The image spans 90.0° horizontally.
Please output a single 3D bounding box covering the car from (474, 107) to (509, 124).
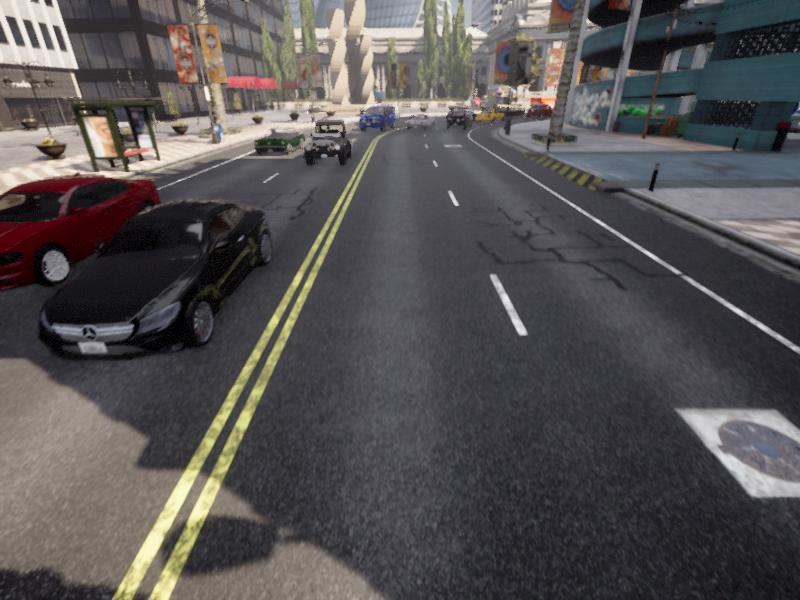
[{"bbox_3d":[10.657,-21.393,46.241,1.801,1.575,5.366,18,32,31],"label":"car"}]

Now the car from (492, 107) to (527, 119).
[{"bbox_3d":[14.928,-25.501,54.469,4.718,1.301,1.895,-20,33,-33],"label":"car"}]

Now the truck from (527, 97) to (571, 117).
[{"bbox_3d":[21.548,-28.001,57.952,5.204,2.467,2.627,-12,30,-22],"label":"truck"}]

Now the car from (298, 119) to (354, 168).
[{"bbox_3d":[-3.486,-7.783,19.681,1.905,1.878,3.866,0,27,1],"label":"car"}]

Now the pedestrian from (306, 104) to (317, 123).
[{"bbox_3d":[-10.005,-21.035,45.110,0.751,1.860,0.751,11,29,21],"label":"pedestrian"}]

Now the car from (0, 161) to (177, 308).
[{"bbox_3d":[-7.017,-1.704,8.320,1.882,1.535,5.008,0,27,0],"label":"car"}]

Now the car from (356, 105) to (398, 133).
[{"bbox_3d":[-2.004,-16.714,36.818,2.150,2.045,5.566,7,28,14],"label":"car"}]

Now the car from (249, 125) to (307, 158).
[{"bbox_3d":[-6.951,-9.318,23.351,1.895,1.301,4.718,0,27,1],"label":"car"}]

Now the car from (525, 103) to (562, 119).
[{"bbox_3d":[19.030,-25.084,53.063,4.553,1.767,2.097,-18,32,-30],"label":"car"}]

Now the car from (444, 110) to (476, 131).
[{"bbox_3d":[5.772,-17.174,38.199,2.128,1.511,4.902,8,29,16],"label":"car"}]

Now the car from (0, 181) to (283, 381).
[{"bbox_3d":[-3.515,-0.749,6.528,1.812,1.442,4.674,0,27,0],"label":"car"}]

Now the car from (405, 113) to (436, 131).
[{"bbox_3d":[2.040,-17.009,38.156,1.895,1.301,4.718,7,28,15],"label":"car"}]

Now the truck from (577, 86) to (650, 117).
[{"bbox_3d":[30.216,-28.320,56.982,8.468,3.827,2.891,-5,28,-9],"label":"truck"}]

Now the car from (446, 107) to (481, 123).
[{"bbox_3d":[7.562,-22.086,47.681,2.038,1.542,4.974,17,32,30],"label":"car"}]
